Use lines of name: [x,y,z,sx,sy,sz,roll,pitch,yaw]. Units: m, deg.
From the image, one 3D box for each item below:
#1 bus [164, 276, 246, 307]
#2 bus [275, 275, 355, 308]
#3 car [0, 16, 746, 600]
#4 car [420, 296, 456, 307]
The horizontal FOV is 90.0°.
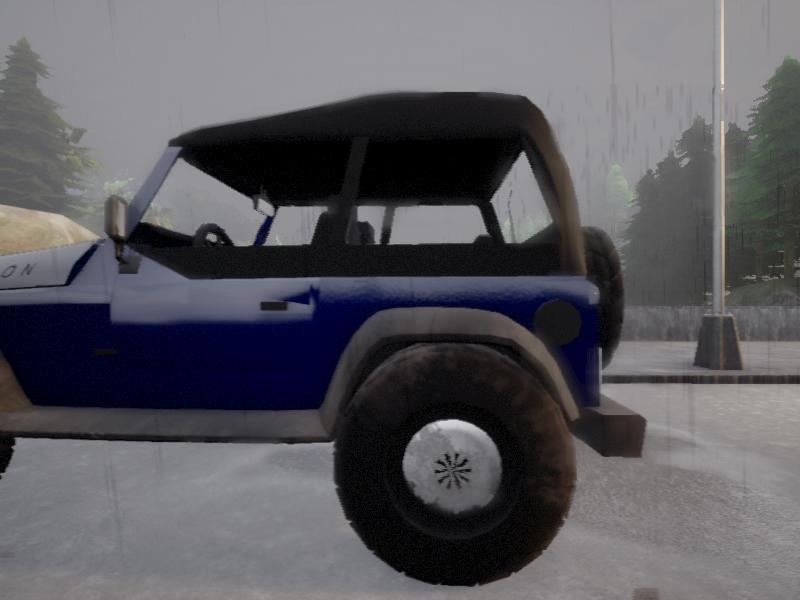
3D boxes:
bus: [-29.149,-1.175,60.085,10.273,4.253,3.944,-1,0,0]
bus: [-11.803,-1.154,56.339,10.273,4.253,3.944,1,0,0]
car: [-0.770,0.044,2.349,3.866,1.878,1.905,0,0,4]
car: [5.289,0.252,56.228,4.892,1.490,1.837,0,0,0]
